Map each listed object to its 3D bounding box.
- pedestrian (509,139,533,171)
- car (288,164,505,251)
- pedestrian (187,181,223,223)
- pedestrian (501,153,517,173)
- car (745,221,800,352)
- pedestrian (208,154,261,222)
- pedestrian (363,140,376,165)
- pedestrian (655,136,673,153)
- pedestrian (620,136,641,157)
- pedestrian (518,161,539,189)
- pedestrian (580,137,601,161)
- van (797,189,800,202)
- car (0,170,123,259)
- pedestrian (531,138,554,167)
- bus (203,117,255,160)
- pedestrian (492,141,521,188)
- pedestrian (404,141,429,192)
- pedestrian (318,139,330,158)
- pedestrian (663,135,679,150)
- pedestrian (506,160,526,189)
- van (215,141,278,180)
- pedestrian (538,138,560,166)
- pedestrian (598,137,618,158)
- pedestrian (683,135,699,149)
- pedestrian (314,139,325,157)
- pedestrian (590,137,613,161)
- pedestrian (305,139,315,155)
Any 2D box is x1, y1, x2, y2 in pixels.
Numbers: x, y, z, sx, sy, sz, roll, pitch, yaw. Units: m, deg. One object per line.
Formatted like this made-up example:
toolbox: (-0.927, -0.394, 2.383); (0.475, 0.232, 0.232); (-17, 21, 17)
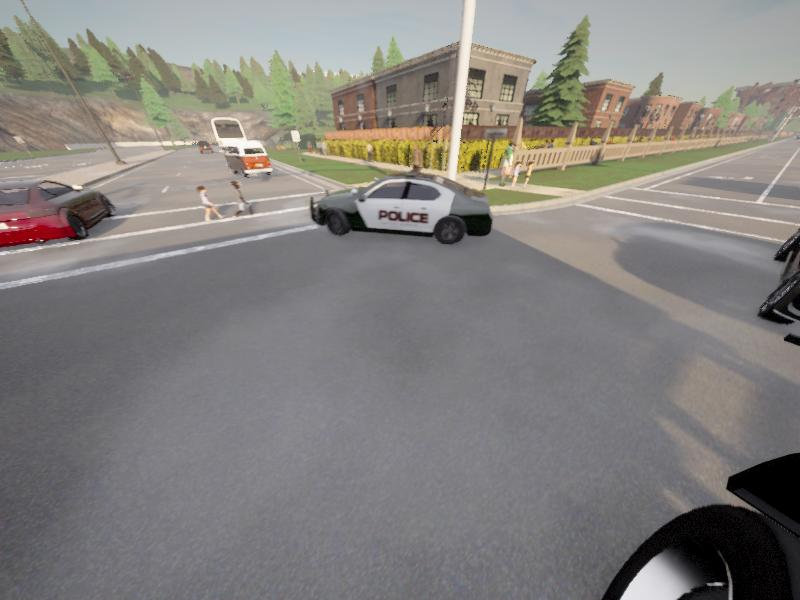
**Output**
pedestrian: (8.486, -10.239, 16.302); (0.751, 1.860, 0.751); (-13, 37, -17)
car: (-0.058, -2.717, 6.413); (4.974, 1.542, 2.038); (8, 37, 10)
pedestrian: (-6.238, -3.148, 7.426); (0.500, 1.100, 0.500); (-22, 41, -28)
pedestrian: (7.347, -9.271, 15.610); (0.500, 1.100, 0.500); (-20, 40, -25)
car: (7.460, -0.557, 3.164); (5.027, 1.651, 2.152); (-22, 41, -27)
pedestrian: (-5.323, -3.622, 7.498); (0.751, 1.860, 0.751); (-22, 40, -27)
pedestrian: (-2.689, -13.029, 20.399); (0.751, 1.860, 0.751); (-20, 40, -25)
pedestrian: (35.191, -20.776, 30.791); (0.751, 1.860, 0.751); (-22, 41, -28)
pedestrian: (25.023, -16.666, 25.136); (0.751, 1.860, 0.751); (-21, 40, -27)
pedestrian: (5.992, -5.867, 10.825); (0.500, 1.100, 0.500); (9, 36, 14)
pedestrian: (18.324, -14.576, 22.281); (0.751, 1.860, 0.751); (-22, 41, -28)
van: (18.064, -5.023, 9.003); (4.442, 1.987, 1.775); (-22, 41, -28)
car: (-10.233, -2.616, 6.543); (1.994, 1.385, 4.181); (-22, 40, -27)
pedestrian: (11.140, -11.548, 18.112); (0.751, 1.860, 0.751); (-22, 41, -27)
bus: (-24.052, -22.575, 32.416); (3.944, 4.253, 10.273); (-22, 41, -27)
pedestrian: (5.045, -6.466, 11.026); (0.751, 1.860, 0.751); (7, 36, 10)
pedestrian: (0.683, -5.937, 10.290); (0.751, 1.860, 0.751); (-22, 41, -28)
pedestrian: (-9.277, -18.505, 28.222); (0.751, 1.860, 0.751); (-21, 40, -27)
pedestrian: (41.610, -24.179, 35.500); (0.751, 1.860, 0.751); (-23, 41, -28)
pedestrian: (5.459, -5.909, 10.892); (0.500, 1.100, 0.500); (25, 42, 31)
van: (-10.940, -10.033, 16.437); (4.480, 2.038, 2.069); (29, 45, 35)
pedestrian: (12.023, -11.954, 18.672); (0.751, 1.860, 0.751); (-23, 41, -28)
pedestrian: (22.218, -16.339, 24.714); (0.751, 1.860, 0.751); (-22, 40, -27)
pedestrian: (48.118, -26.152, 38.192); (0.751, 1.860, 0.751); (-22, 40, -27)
pedestrian: (-10.118, -19.180, 29.186); (0.751, 1.860, 0.751); (-26, 42, -31)
pedestrian: (18.945, -14.209, 21.755); (0.751, 1.860, 0.751); (-22, 40, -27)
pedestrian: (-12.540, -21.212, 32.088); (0.751, 1.860, 0.751); (-18, 39, -23)
